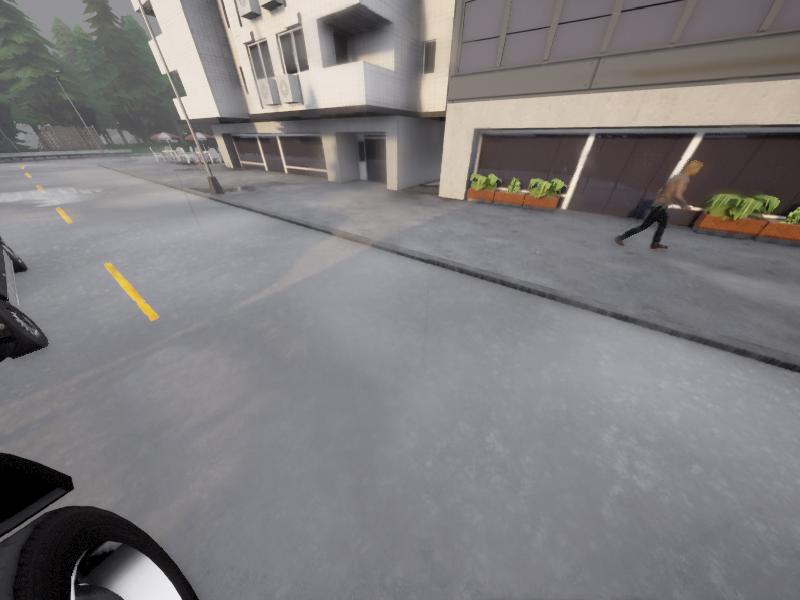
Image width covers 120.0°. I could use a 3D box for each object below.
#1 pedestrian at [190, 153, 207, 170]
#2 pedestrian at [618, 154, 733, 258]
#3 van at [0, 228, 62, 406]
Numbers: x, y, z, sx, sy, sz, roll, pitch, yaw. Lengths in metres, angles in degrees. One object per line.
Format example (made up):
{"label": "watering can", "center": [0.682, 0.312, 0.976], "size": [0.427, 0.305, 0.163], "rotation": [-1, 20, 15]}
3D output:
{"label": "pedestrian", "center": [-15.735, -10.845, 18.052], "size": [0.500, 1.100, 0.500], "rotation": [24, 41, 29]}
{"label": "pedestrian", "center": [5.631, -1.970, 4.913], "size": [0.751, 1.860, 0.751], "rotation": [25, 42, 31]}
{"label": "van", "center": [-6.846, -0.658, 2.607], "size": [5.915, 2.561, 1.988], "rotation": [22, 40, 28]}
